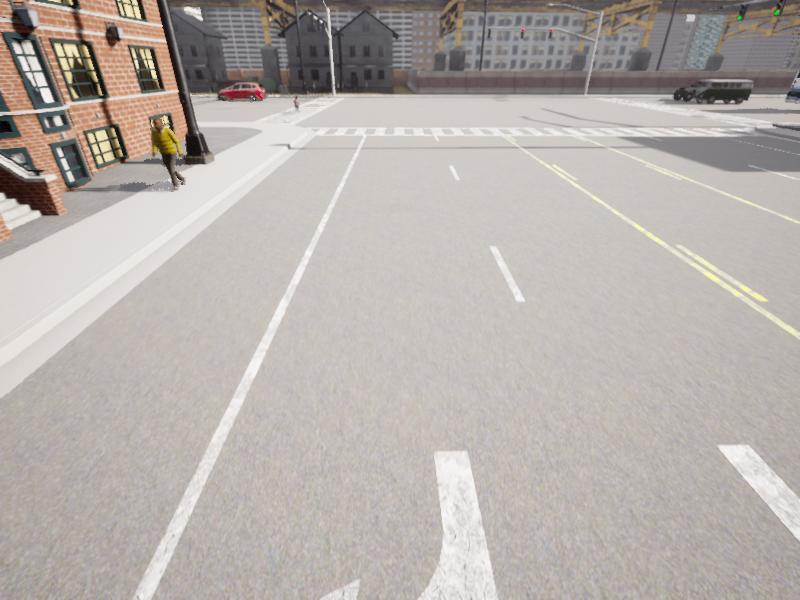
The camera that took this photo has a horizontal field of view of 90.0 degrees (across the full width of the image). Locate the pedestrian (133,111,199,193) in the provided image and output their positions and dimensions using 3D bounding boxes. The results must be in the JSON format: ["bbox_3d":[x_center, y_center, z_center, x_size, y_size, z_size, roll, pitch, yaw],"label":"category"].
[{"bbox_3d":[-5.938,-3.778,10.256,0.751,1.860,0.751,2,30,3],"label":"pedestrian"}]

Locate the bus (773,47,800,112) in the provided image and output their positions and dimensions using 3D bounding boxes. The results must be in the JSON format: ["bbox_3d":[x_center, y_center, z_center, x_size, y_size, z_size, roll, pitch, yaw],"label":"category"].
[{"bbox_3d":[35.600,-16.429,29.890,10.273,4.253,3.944,0,30,0],"label":"bus"}]

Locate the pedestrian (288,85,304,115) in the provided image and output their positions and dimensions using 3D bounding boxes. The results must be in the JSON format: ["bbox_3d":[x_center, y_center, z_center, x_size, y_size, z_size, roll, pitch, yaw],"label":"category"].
[{"bbox_3d":[-7.319,-14.088,28.173,0.751,1.860,0.751,-2,30,-4],"label":"pedestrian"}]

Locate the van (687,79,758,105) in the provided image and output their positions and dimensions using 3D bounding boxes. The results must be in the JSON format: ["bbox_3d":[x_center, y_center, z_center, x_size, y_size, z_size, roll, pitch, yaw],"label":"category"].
[{"bbox_3d":[29.221,-18.924,36.390,4.442,1.987,1.775,0,30,0],"label":"van"}]

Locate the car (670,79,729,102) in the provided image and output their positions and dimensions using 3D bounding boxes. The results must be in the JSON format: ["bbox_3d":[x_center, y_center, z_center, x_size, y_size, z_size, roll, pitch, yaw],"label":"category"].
[{"bbox_3d":[29.400,-20.653,39.438,3.866,1.878,1.905,0,30,0],"label":"car"}]

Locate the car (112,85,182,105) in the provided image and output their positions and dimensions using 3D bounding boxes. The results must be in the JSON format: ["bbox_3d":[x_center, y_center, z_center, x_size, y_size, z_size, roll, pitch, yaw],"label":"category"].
[{"bbox_3d":[-22.984,-18.692,36.436,4.892,1.490,1.837,0,30,0],"label":"car"}]

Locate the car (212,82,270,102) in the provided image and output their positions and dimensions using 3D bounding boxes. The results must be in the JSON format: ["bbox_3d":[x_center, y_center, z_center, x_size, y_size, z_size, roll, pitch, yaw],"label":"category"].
[{"bbox_3d":[-15.595,-20.539,39.423,4.611,1.667,2.242,0,30,0],"label":"car"}]
